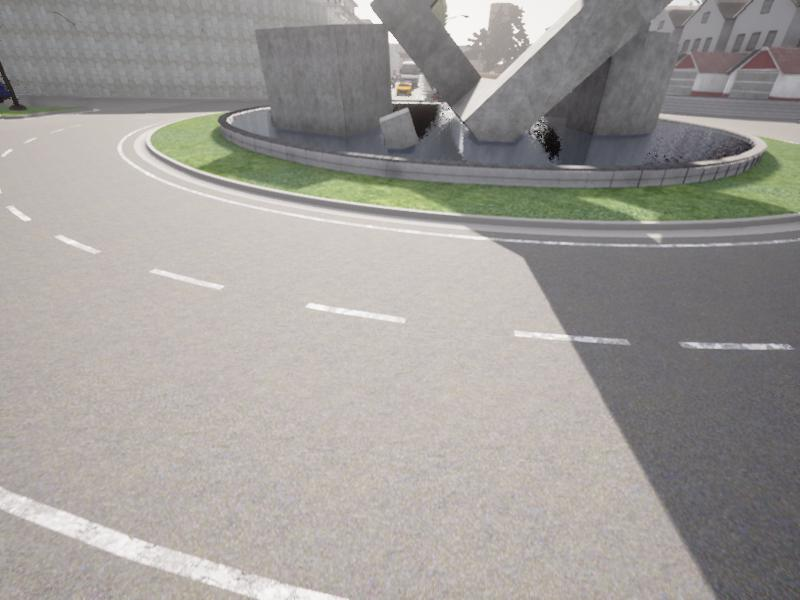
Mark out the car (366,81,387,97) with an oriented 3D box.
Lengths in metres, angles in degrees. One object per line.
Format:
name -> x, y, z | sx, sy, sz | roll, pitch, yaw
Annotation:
car -> -2.951, -27.378, 51.863 | 2.152, 1.651, 5.027 | 3, 30, 2

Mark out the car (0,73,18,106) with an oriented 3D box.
car -> -31.343, -15.028, 28.407 | 5.566, 2.045, 2.150 | -1, 30, -5

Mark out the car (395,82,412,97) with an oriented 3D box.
car -> 0.542, -27.499, 52.151 | 1.882, 1.535, 5.008 | 3, 30, 2

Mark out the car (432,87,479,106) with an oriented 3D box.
car -> 5.546, -20.725, 40.698 | 4.514, 1.525, 2.007 | 4, 30, 4

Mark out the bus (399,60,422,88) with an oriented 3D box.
bus -> 2.132, -43.614, 77.206 | 3.944, 4.253, 10.273 | 3, 30, 2
